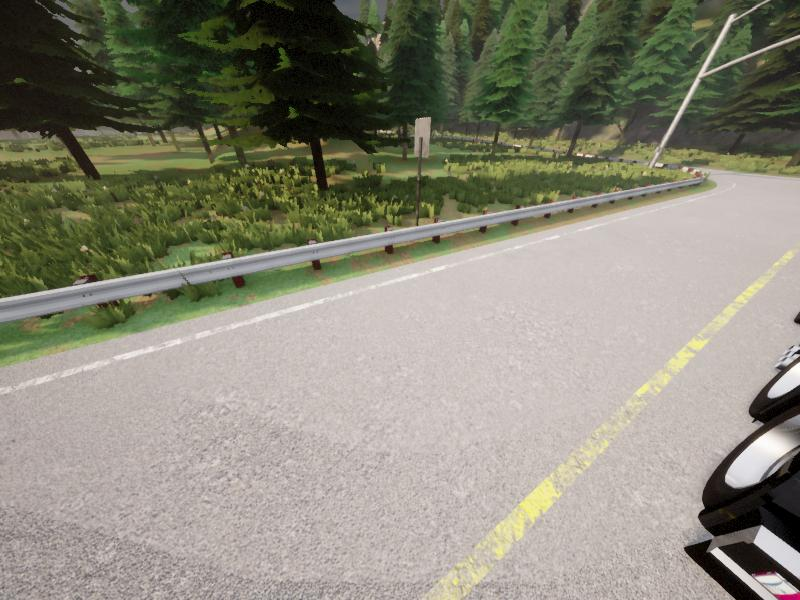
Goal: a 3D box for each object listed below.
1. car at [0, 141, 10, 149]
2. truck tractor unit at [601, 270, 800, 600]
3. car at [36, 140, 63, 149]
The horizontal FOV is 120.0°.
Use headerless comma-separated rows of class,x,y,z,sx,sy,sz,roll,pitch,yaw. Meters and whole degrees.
car,-95.250,-35.707,53.321,5.008,1.535,1.882,-18,39,-25
truck tractor unit,5.120,-0.292,0.768,6.516,4.208,3.053,-18,39,-24
car,-87.386,-38.845,57.592,3.866,1.878,1.905,9,36,13
